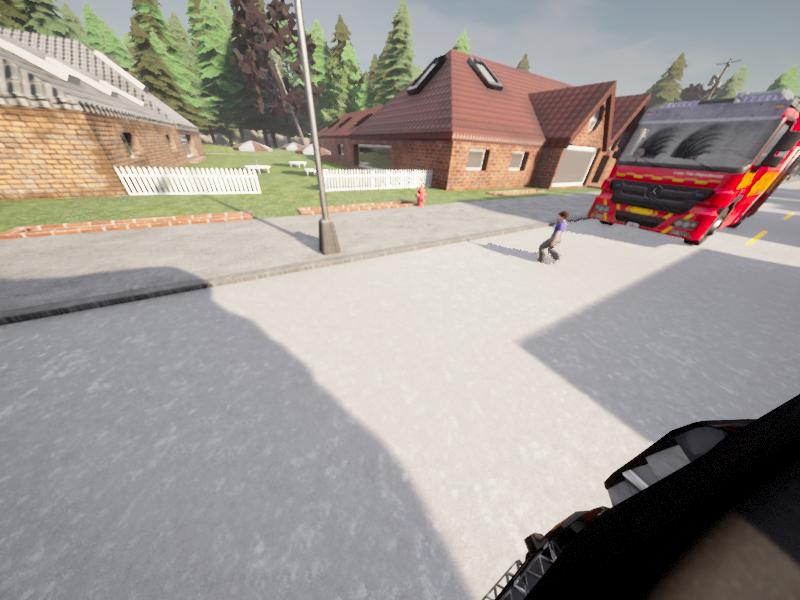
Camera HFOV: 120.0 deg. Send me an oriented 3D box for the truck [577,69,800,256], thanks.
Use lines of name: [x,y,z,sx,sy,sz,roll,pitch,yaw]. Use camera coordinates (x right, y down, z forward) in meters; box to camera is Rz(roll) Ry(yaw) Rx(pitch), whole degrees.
truck: [11.014,-4.589,8.288,8.468,3.827,2.891,-16,38,-26]

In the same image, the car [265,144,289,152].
car: [-33.029,-40.819,62.081,5.027,1.651,2.152,-16,38,-26]

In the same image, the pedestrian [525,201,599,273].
pedestrian: [3.586,-1.436,5.187,0.751,1.300,0.751,-23,41,-33]

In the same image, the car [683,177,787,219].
car: [18.300,-5.700,12.635,4.902,1.511,2.128,-16,38,-26]

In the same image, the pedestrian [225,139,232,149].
pedestrian: [-40.051,-36.527,53.952,0.751,1.860,0.751,-19,40,-30]
